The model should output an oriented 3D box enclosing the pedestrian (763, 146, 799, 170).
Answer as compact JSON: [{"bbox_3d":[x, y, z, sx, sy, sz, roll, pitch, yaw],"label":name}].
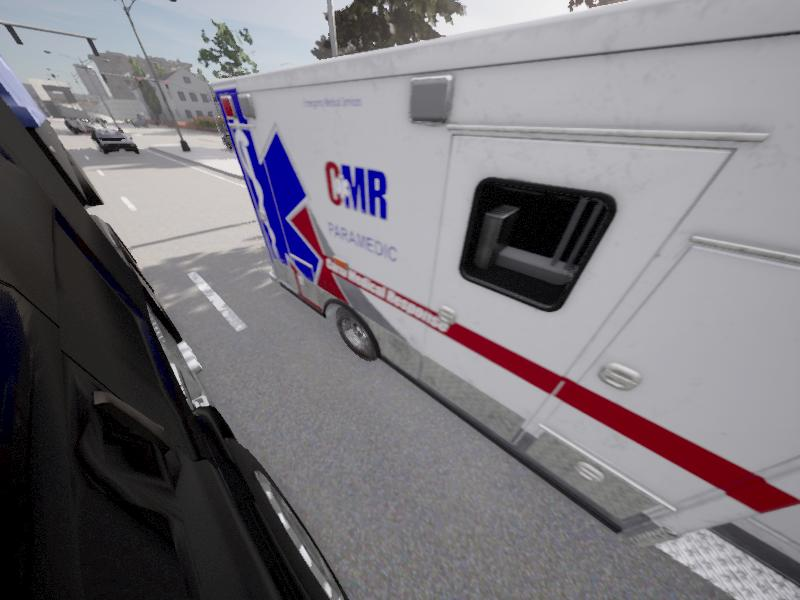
[{"bbox_3d":[35.909,-13.389,21.806,0.751,1.860,0.751,25,42,27],"label":"pedestrian"}]

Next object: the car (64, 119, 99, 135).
[{"bbox_3d":[-43.113,-23.395,31.226,5.238,1.638,1.930,27,43,30],"label":"car"}]

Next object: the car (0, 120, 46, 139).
[{"bbox_3d":[-40.324,-17.838,24.140,1.994,1.385,4.181,-17,41,-24],"label":"car"}]

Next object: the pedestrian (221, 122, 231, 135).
[{"bbox_3d":[-30.923,-30.513,41.037,0.751,1.860,0.751,-25,45,-32],"label":"pedestrian"}]

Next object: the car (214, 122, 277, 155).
[{"bbox_3d":[-13.458,-14.089,20.082,5.566,2.045,2.150,28,44,30],"label":"car"}]

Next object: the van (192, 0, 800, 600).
[{"bbox_3d":[1.264,-0.226,1.965,6.366,2.431,2.351,28,44,30],"label":"van"}]

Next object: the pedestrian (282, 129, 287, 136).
[{"bbox_3d":[-23.264,-33.793,46.530,0.500,1.100,0.500,29,44,31],"label":"pedestrian"}]

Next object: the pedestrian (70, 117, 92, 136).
[{"bbox_3d":[-39.438,-21.447,28.594,0.751,1.860,0.751,24,42,26],"label":"pedestrian"}]

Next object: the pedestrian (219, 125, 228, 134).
[{"bbox_3d":[-32.404,-31.293,42.467,0.751,1.300,0.751,-29,47,-35],"label":"pedestrian"}]

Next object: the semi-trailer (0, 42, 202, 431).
[{"bbox_3d":[-8.703,-3.589,4.241,14.254,4.402,2.717,28,44,30],"label":"semi-trailer"}]

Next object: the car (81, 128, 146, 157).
[{"bbox_3d":[-20.529,-11.325,16.503,5.357,1.411,2.033,28,44,30],"label":"car"}]

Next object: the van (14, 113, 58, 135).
[{"bbox_3d":[-45.547,-22.093,29.000,4.480,2.038,2.069,28,43,30],"label":"van"}]

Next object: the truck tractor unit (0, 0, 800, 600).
[{"bbox_3d":[-2.645,-0.295,0.351,6.516,4.208,3.053,28,44,30],"label":"truck tractor unit"}]
